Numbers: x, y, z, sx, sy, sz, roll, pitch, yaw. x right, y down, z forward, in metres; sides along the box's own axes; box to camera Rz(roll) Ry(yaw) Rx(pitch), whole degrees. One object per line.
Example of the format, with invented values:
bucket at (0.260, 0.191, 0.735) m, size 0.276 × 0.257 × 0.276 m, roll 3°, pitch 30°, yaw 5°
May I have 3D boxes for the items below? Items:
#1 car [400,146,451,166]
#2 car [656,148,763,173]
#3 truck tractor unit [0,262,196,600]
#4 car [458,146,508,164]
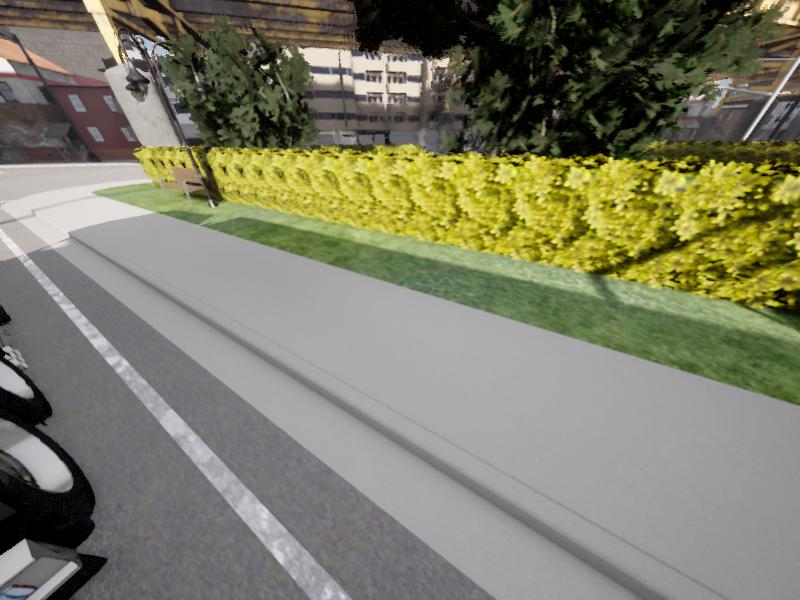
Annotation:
car at (2.664, -15.808, 25.269) m, size 5.027 × 1.651 × 2.152 m, roll -9°, pitch 36°, yaw -12°
car at (25.787, -11.928, 19.621) m, size 2.128 × 1.511 × 4.902 m, roll -7°, pitch 35°, yaw -9°
truck tractor unit at (-5.109, -0.301, 0.788) m, size 6.516 × 4.208 × 3.053 m, roll 18°, pitch 39°, yaw 24°
car at (9.525, -16.817, 26.747) m, size 4.974 × 1.542 × 2.038 m, roll -9°, pitch 36°, yaw -12°
